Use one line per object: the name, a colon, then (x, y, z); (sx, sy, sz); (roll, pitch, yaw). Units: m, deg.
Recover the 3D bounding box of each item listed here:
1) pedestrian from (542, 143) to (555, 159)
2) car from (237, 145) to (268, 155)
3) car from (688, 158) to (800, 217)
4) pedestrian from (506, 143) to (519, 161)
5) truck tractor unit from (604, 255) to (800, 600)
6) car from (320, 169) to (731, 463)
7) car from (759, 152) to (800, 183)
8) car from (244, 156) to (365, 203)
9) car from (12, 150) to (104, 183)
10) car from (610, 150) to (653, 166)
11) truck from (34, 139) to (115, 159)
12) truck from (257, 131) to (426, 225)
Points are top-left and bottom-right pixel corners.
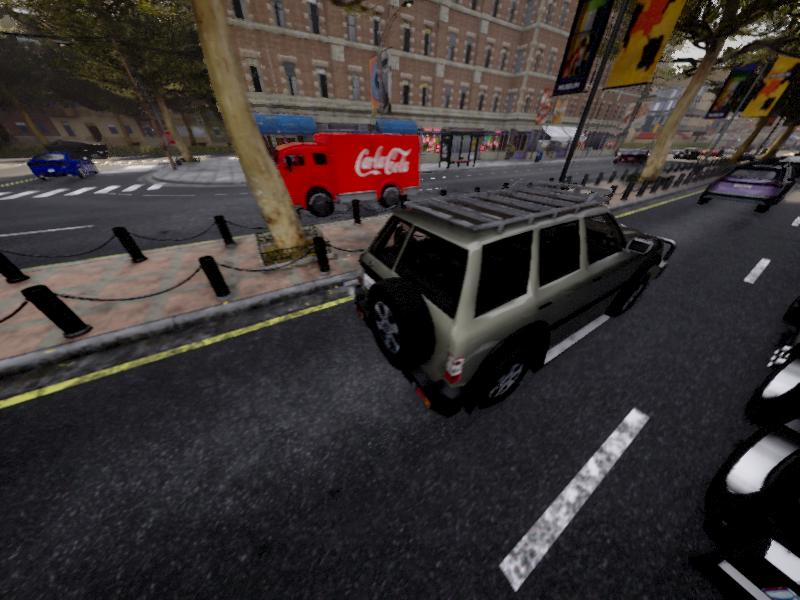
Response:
pedestrian: (20.418, -20.511, 31.799); (0.751, 1.860, 0.751); (-12, 37, -17)
car: (-25.748, -26.276, 40.432); (4.181, 1.385, 1.994); (-18, 39, -24)
car: (15.211, -5.017, 9.952); (4.856, 1.649, 2.033); (-19, 39, -25)
pedestrian: (14.124, -18.654, 29.068); (0.751, 1.860, 0.751); (-15, 38, -21)
truck tractor unit: (5.094, -0.316, 0.811); (6.516, 4.208, 3.053); (-19, 39, -25)
car: (1.676, -0.506, 3.114); (4.605, 1.855, 1.932); (-19, 39, -25)
car: (29.025, -9.736, 16.859); (5.238, 1.638, 1.930); (-19, 39, -25)
car: (-4.474, -6.001, 11.277); (4.974, 1.542, 2.038); (-17, 38, -23)
car: (-22.841, -9.240, 15.775); (1.882, 1.535, 5.008); (-21, 40, -28)
car: (26.965, -16.593, 26.953); (4.181, 1.385, 1.994); (-19, 39, -25)
truck: (-42.741, -19.949, 30.529); (6.274, 2.098, 2.390); (1, 34, 1)
truck: (-1.985, -4.830, 8.791); (5.204, 2.467, 2.627); (-19, 39, -25)
